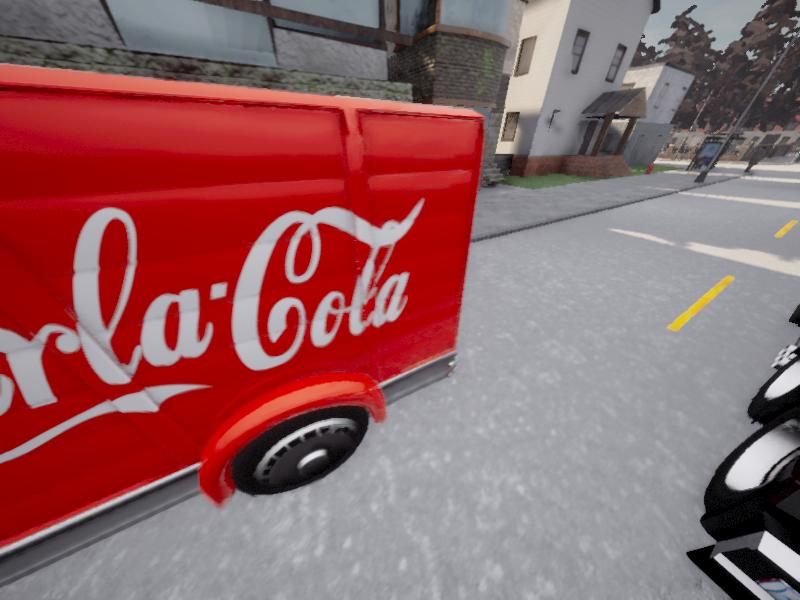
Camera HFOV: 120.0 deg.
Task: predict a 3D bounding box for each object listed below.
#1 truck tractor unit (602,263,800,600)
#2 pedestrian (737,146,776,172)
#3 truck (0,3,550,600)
[{"bbox_3d":[5.107,-0.303,0.786,6.516,4.208,3.053,-18,39,-24],"label":"truck tractor unit"},{"bbox_3d":[29.888,-11.833,19.405,0.751,1.860,0.751,-3,35,-5],"label":"pedestrian"},{"bbox_3d":[-2.271,0.180,1.566,5.204,2.467,2.627,-18,39,-24],"label":"truck"}]
